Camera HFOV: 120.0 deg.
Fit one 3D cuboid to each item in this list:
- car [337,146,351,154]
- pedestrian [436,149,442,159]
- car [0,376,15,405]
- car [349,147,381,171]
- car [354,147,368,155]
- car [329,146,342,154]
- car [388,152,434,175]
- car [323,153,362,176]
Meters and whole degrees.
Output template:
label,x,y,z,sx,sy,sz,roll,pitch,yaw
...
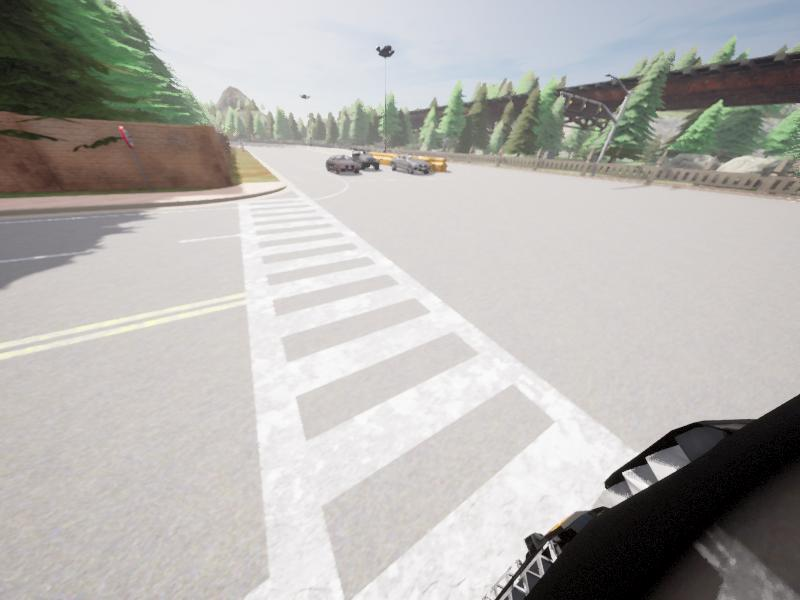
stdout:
label,x,y,z,sx,sy,sz,roll,pitch,yaw
car,-15.307,-40.952,63.025,2.038,1.542,4.974,-17,38,-27
pedestrian,8.534,-32.280,51.153,0.751,1.860,0.751,-15,38,-25
car,-5.081,1.178,0.342,3.988,1.617,1.851,-17,38,-27
car,-3.680,-14.672,24.035,1.905,1.878,3.866,-16,38,-26
car,-10.627,-40.236,62.330,1.837,1.490,4.892,-16,38,-27
car,-16.453,-38.277,58.963,1.970,1.475,3.806,-16,38,-26
car,0.972,-13.849,23.389,2.152,1.651,5.027,-16,38,-26
car,-5.150,-12.072,20.485,1.994,1.385,4.181,-16,38,-26
